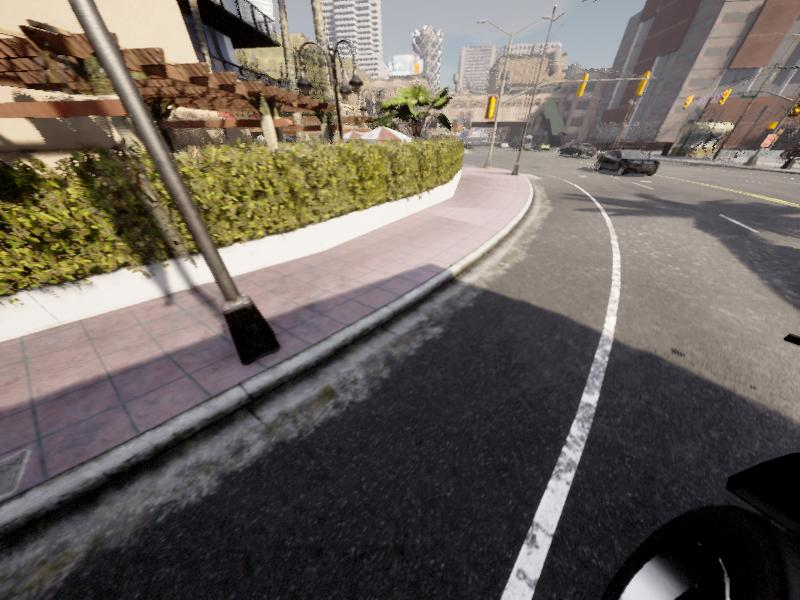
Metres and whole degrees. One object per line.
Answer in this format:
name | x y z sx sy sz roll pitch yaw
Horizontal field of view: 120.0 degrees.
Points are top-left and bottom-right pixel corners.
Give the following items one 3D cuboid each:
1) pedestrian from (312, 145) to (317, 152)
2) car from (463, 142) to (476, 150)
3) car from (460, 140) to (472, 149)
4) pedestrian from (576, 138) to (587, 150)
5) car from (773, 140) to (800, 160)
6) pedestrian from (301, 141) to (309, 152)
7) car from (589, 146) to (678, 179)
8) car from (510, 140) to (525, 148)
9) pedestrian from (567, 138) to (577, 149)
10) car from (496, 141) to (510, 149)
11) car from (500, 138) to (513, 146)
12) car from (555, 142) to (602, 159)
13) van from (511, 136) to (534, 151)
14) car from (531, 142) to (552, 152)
pedestrian | -16.567 -29.295 44.782 0.500 1.100 0.500 8 36 12
car | 16.210 -36.301 54.340 2.097 1.535 5.008 4 35 6
car | 16.919 -40.068 59.500 2.185 1.767 4.553 4 35 6
pedestrian | 34.881 -29.879 44.340 0.751 1.860 0.751 0 35 1
car | 43.500 -15.575 23.974 2.185 1.767 4.553 4 35 6
pedestrian | -18.672 -30.193 45.429 0.751 1.860 0.751 5 35 8
car | 16.376 -10.057 16.709 1.930 1.638 5.238 6 36 9
car | 30.756 -40.853 60.581 2.033 1.649 4.856 4 35 6
pedestrian | 35.865 -32.532 48.123 0.751 1.860 0.751 0 35 1
car | 27.374 -41.430 61.543 2.242 1.667 4.611 4 35 6
car | 37.369 -55.720 81.426 2.435 2.045 5.566 4 35 6
car | 24.000 -20.373 31.389 2.152 1.651 5.027 -4 35 -5
van | 25.176 -32.373 47.716 1.988 2.561 5.915 4 35 6
car | 28.479 -30.967 46.617 2.007 1.525 4.514 4 35 6
